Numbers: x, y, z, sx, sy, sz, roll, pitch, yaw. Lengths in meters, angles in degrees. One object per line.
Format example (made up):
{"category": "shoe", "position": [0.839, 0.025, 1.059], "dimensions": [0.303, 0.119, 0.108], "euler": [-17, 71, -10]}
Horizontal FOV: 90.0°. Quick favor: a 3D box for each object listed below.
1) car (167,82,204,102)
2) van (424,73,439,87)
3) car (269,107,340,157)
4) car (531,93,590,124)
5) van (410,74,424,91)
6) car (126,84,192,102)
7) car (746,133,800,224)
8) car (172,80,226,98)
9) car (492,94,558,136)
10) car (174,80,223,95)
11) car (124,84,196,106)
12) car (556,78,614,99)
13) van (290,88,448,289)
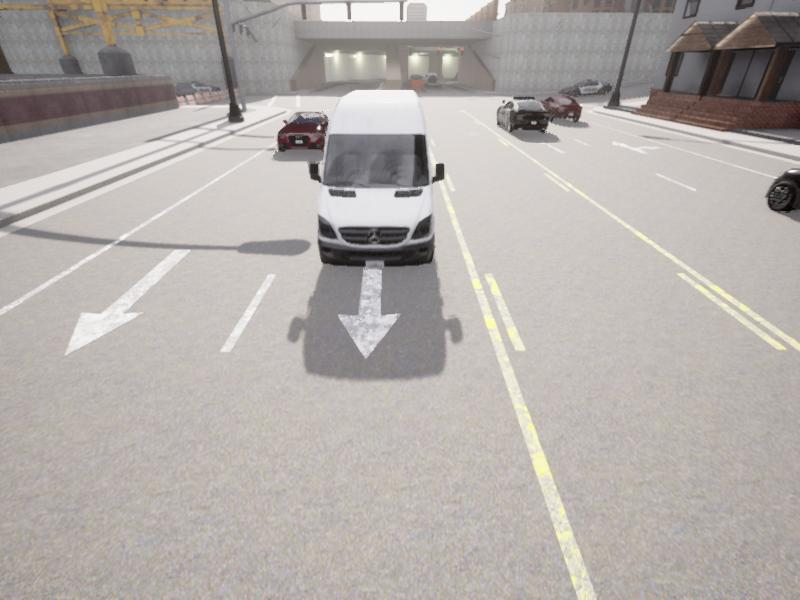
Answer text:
{"category": "car", "position": [-21.541, -20.862, 40.047], "dimensions": [2.038, 1.542, 4.974], "euler": [-20, 36, -31]}
{"category": "van", "position": [5.528, -39.055, 70.824], "dimensions": [2.069, 2.038, 4.480], "euler": [-1, 30, -1]}
{"category": "car", "position": [-3.880, -7.235, 17.016], "dimensions": [1.994, 1.385, 4.181], "euler": [0, 30, 0]}
{"category": "car", "position": [10.243, -12.480, 25.967], "dimensions": [1.812, 1.442, 4.674], "euler": [-1, 30, -1]}
{"category": "van", "position": [2.386, -31.618, 58.143], "dimensions": [1.775, 1.987, 4.442], "euler": [-1, 30, -1]}
{"category": "car", "position": [-21.569, -18.653, 35.957], "dimensions": [1.853, 1.218, 4.536], "euler": [26, 39, 36]}
{"category": "car", "position": [10.079, -2.092, 7.967], "dimensions": [2.242, 1.667, 4.611], "euler": [0, 30, 0]}
{"category": "car", "position": [-22.328, -23.571, 44.680], "dimensions": [2.038, 1.542, 4.974], "euler": [15, 34, 24]}
{"category": "car", "position": [6.638, -10.275, 21.985], "dimensions": [1.930, 1.638, 5.238], "euler": [0, 30, 0]}
{"category": "car", "position": [-22.352, -23.684, 44.561], "dimensions": [1.853, 1.218, 4.536], "euler": [15, 34, 24]}
{"category": "car", "position": [-21.533, -18.536, 36.069], "dimensions": [2.038, 1.542, 4.974], "euler": [26, 39, 36]}
{"category": "car", "position": [19.281, -22.166, 41.919], "dimensions": [4.974, 1.542, 2.038], "euler": [-4, 30, 2]}
{"category": "van", "position": [-0.385, -2.778, 8.244], "dimensions": [1.988, 2.561, 5.915], "euler": [0, 30, 0]}
